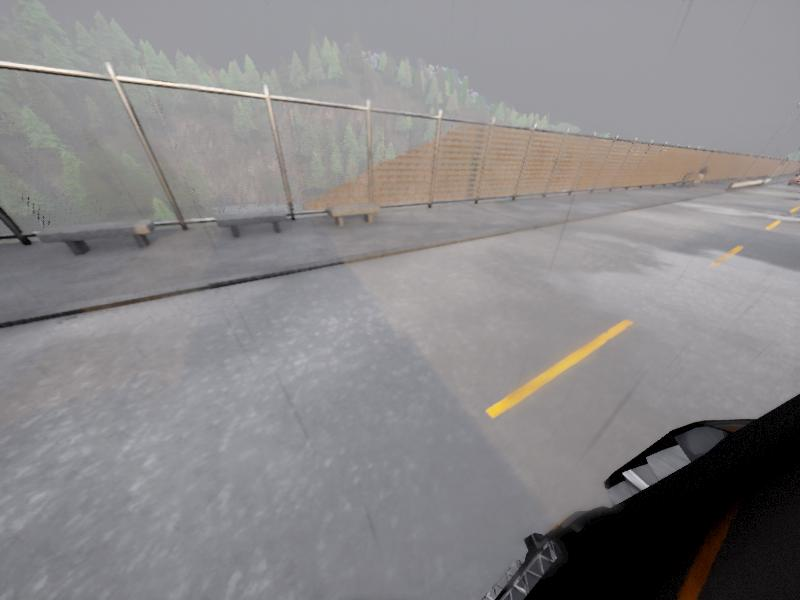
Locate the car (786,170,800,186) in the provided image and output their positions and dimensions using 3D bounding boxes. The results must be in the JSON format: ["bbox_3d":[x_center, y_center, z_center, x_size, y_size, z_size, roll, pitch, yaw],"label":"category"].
[{"bbox_3d":[53.962,-16.079,30.530,4.553,1.767,2.097,-16,37,-26],"label":"car"}]

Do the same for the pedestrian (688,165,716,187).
[{"bbox_3d":[29.635,-12.207,22.691,0.751,1.860,0.751,-15,37,-25],"label":"pedestrian"}]
